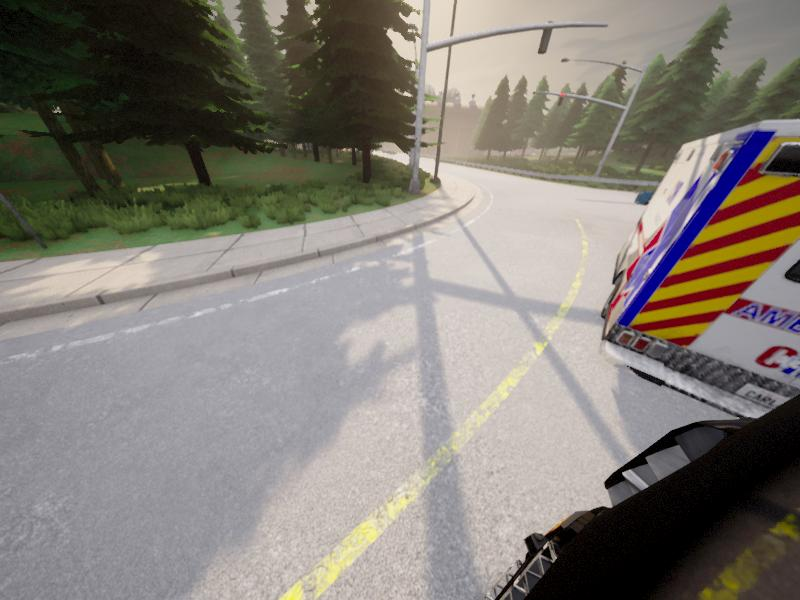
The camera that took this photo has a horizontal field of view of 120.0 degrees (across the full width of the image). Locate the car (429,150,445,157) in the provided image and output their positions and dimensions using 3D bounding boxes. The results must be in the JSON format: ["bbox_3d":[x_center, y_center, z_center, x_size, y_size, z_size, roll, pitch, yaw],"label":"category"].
[{"bbox_3d":[12.464,-49.529,78.074,4.856,1.649,2.033,-5,34,-12],"label":"car"}]

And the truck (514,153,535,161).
[{"bbox_3d":[43.899,-50.550,81.569,6.274,2.098,2.390,-5,34,-12],"label":"truck"}]

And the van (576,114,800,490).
[{"bbox_3d":[5.090,-0.879,3.457,2.351,2.431,6.366,27,41,32],"label":"van"}]
